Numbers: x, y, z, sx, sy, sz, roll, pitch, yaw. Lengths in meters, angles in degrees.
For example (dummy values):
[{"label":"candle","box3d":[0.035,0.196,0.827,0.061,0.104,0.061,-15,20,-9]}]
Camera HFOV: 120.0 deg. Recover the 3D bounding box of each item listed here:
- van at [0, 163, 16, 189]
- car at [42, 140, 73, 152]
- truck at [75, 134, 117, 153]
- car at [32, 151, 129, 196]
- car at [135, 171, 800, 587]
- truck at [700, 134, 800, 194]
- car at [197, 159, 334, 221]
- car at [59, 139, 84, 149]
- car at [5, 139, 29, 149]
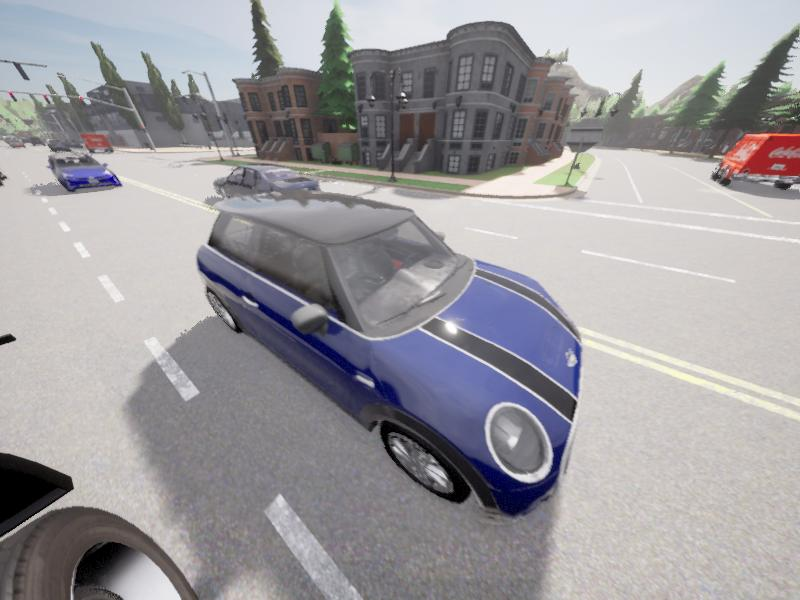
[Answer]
[{"label":"van","box3d":[-23.324,-7.355,12.060,6.366,2.431,2.351,22,41,28]},{"label":"car","box3d":[-57.697,-25.973,38.902,4.856,1.649,2.033,22,41,28]},{"label":"truck","box3d":[-48.929,-25.198,37.156,5.204,2.467,2.627,22,41,28]},{"label":"car","box3d":[-16.412,-6.628,11.869,4.514,1.525,2.007,22,41,28]},{"label":"car","box3d":[-0.430,-0.222,2.669,4.553,1.767,2.097,22,41,28]},{"label":"truck","box3d":[20.621,-7.975,13.222,2.627,2.467,5.204,24,42,29]},{"label":"car","box3d":[-5.338,-4.522,9.086,5.357,1.411,2.033,22,41,28]},{"label":"car","box3d":[-72.006,-34.222,50.598,4.611,1.667,2.242,22,41,28]},{"label":"car","box3d":[-76.886,-31.304,46.382,3.633,1.501,1.845,22,41,28]}]
